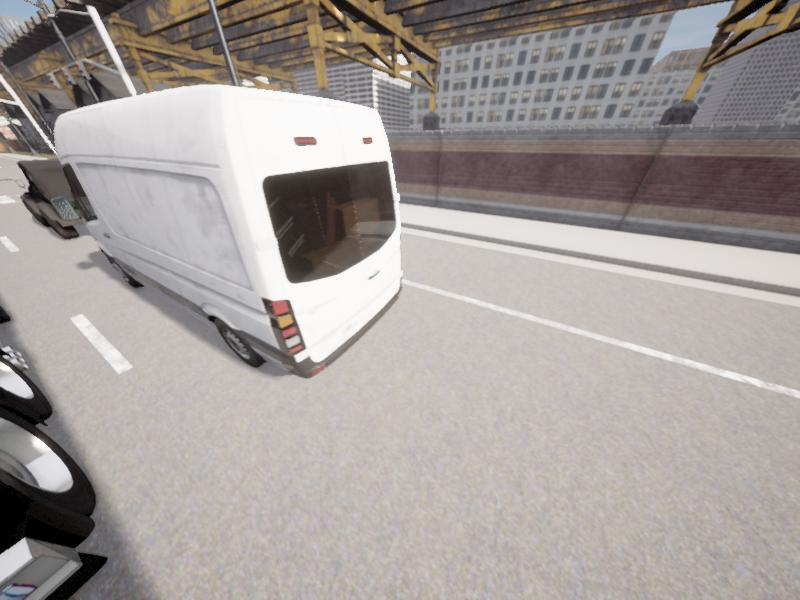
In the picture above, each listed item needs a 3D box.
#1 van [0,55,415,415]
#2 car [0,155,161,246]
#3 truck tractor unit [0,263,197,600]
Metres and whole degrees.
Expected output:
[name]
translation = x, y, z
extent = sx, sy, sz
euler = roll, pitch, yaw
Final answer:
[van]
translation = -2.902, -1.213, 3.531
extent = 5.915, 2.561, 1.988
euler = 18, 39, 24
[car]
translation = -9.829, -3.213, 7.009
extent = 3.866, 1.878, 1.905
euler = 18, 39, 24
[truck tractor unit]
translation = -5.116, -0.292, 0.792
extent = 6.516, 4.208, 3.053
euler = 18, 39, 24
